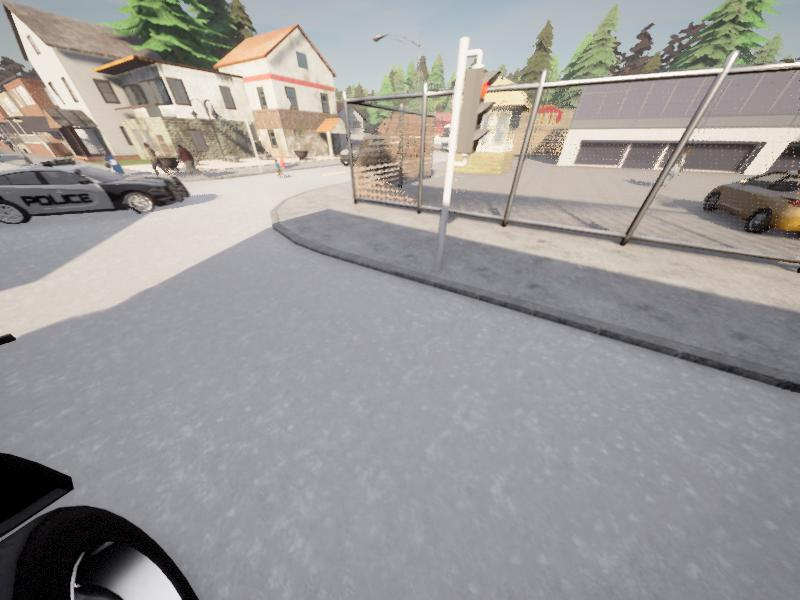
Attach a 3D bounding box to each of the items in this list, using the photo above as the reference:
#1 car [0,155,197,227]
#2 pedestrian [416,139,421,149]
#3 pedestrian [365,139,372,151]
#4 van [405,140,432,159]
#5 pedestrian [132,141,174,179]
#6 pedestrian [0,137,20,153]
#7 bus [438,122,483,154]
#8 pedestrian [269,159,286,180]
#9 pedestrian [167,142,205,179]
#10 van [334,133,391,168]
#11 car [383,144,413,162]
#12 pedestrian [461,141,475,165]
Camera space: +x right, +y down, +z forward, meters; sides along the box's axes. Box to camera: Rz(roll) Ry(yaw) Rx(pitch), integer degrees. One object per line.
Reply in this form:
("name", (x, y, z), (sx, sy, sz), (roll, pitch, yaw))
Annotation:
("car", (-10.685, -3.808, 7.820), (5.238, 1.638, 1.930), (-14, 38, -20))
("pedestrian", (4.124, -34.423, 50.966), (0.751, 1.860, 0.751), (10, 36, 14))
("pedestrian", (-5.839, -28.611, 42.647), (0.751, 1.860, 0.751), (19, 39, 25))
("van", (2.542, -20.373, 31.126), (1.775, 1.987, 4.442), (18, 39, 23))
("pedestrian", (-14.466, -8.208, 13.610), (0.751, 1.860, 0.751), (-6, 36, -9))
("pedestrian", (-58.580, -23.248, 34.658), (0.751, 1.860, 0.751), (25, 42, 30))
("bus", (10.267, -28.762, 41.119), (3.944, 4.253, 10.273), (-5, 36, -7))
("pedestrian", (-7.644, -8.143, 14.418), (0.500, 1.100, 0.500), (4, 35, 6))
("pedestrian", (-12.778, -8.387, 13.877), (0.751, 1.860, 0.751), (-3, 35, -5))
("van", (-3.371, -14.567, 22.364), (1.988, 2.561, 5.915), (19, 39, 25))
("car", (-0.175, -17.454, 27.339), (1.789, 1.549, 3.705), (18, 39, 24))
("pedestrian", (6.396, -13.759, 21.652), (0.751, 1.860, 0.751), (22, 41, 28))
